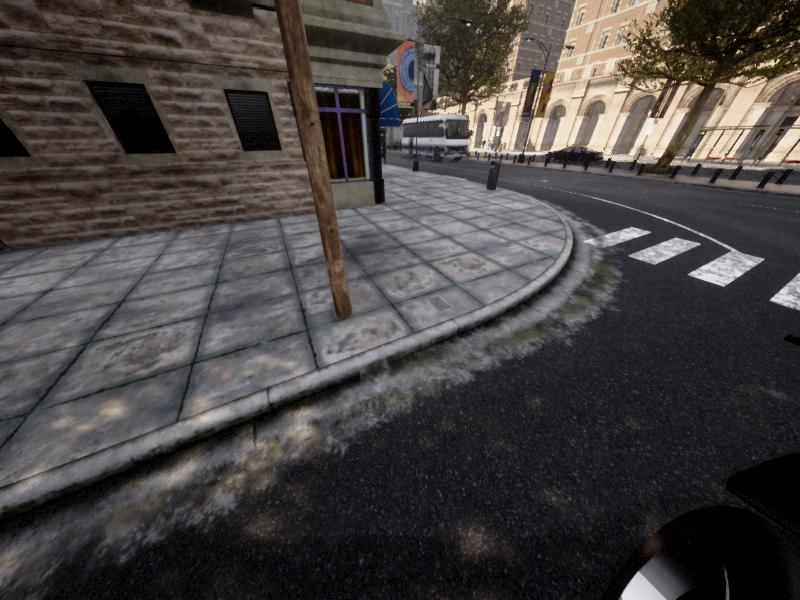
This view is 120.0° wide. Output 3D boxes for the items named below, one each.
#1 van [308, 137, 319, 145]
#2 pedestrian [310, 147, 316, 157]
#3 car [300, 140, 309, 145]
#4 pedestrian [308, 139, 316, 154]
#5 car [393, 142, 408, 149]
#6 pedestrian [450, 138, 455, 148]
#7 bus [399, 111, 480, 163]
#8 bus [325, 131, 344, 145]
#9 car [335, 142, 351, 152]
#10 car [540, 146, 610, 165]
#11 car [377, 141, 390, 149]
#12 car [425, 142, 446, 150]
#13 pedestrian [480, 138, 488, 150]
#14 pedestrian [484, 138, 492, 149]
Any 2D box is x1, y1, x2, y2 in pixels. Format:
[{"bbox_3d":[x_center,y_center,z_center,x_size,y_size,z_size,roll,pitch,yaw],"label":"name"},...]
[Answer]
[{"bbox_3d":[-32.849,-60.251,87.544,2.351,2.431,6.366,-16,38,-21],"label":"van"},{"bbox_3d":[-11.361,-19.376,30.231,0.500,1.100,0.500,-17,38,-22],"label":"pedestrian"},{"bbox_3d":[-35.765,-58.676,86.226,2.033,1.411,5.357,-16,38,-21],"label":"car"},{"bbox_3d":[-13.422,-23.373,35.258,0.751,1.860,0.751,-18,39,-24],"label":"pedestrian"},{"bbox_3d":[0.060,-37.032,55.282,1.994,1.385,4.181,-16,38,-21],"label":"car"},{"bbox_3d":[12.414,-37.263,54.791,0.751,1.860,0.751,-16,38,-22],"label":"pedestrian"},{"bbox_3d":[3.977,-19.146,27.369,3.944,4.253,10.273,-16,38,-21],"label":"bus"},{"bbox_3d":[-25.275,-62.446,89.023,3.944,4.253,10.273,-16,38,-21],"label":"bus"},{"bbox_3d":[-11.599,-31.206,46.957,2.007,1.525,4.514,-16,38,-21],"label":"car"},{"bbox_3d":[18.272,-15.414,24.453,2.033,1.411,5.357,-25,42,-30],"label":"car"},{"bbox_3d":[-3.926,-37.170,55.366,1.845,1.501,3.633,-16,38,-22],"label":"car"},{"bbox_3d":[7.473,-32.716,49.160,1.895,1.301,4.718,-16,38,-22],"label":"car"},{"bbox_3d":[16.223,-30.117,44.623,0.751,1.860,0.751,-9,36,-12],"label":"pedestrian"},{"bbox_3d":[18.294,-32.486,47.970,0.751,1.860,0.751,-16,38,-21],"label":"pedestrian"}]
